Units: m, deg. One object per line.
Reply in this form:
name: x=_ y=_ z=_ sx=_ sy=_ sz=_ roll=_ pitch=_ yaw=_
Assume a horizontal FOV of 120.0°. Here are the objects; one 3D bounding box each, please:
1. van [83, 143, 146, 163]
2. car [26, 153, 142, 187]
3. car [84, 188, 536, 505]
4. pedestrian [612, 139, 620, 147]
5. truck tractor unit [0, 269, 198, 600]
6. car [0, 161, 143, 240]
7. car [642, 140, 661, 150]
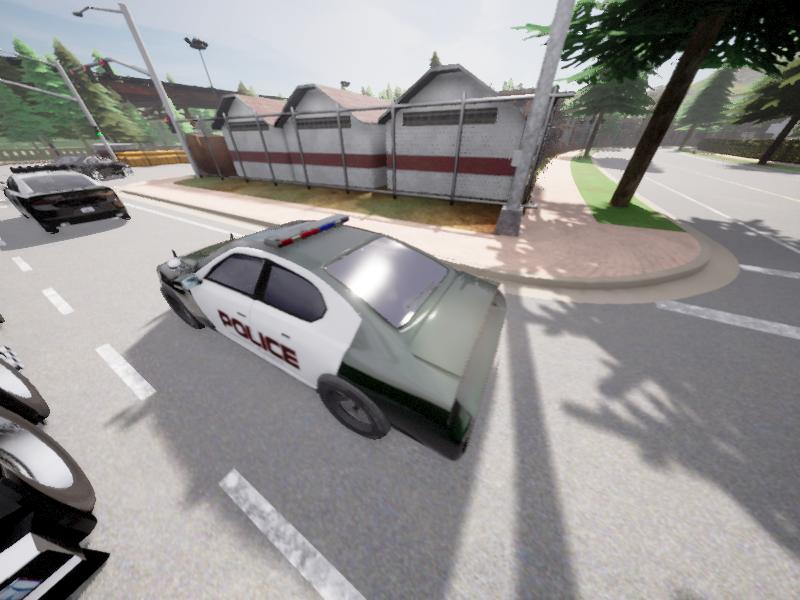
van: x=-37.316 y=-19.391 z=30.393 sx=1.775 sy=1.987 sz=4.442 roll=16 pitch=38 yaw=23
car: x=-20.840 y=-8.961 z=15.705 sx=2.128 sy=1.511 sz=4.902 roll=-9 pitch=36 yaw=-12
car: x=-1.293 y=-0.268 z=3.055 sx=4.974 sy=1.542 sz=2.038 roll=18 pitch=39 yaw=24
pedestrian: x=61.268 y=-44.483 z=65.410 sx=0.751 sy=1.860 sz=0.751 roll=-21 pitch=40 yaw=-27
truck tractor unit: x=-5.120 y=-0.292 z=0.767 sx=6.516 sy=4.208 sz=3.053 roll=18 pitch=39 yaw=24
car: x=-11.515 y=-3.586 z=7.799 sx=5.238 sy=1.638 sz=1.930 roll=18 pitch=39 yaw=24
car: x=58.777 y=-36.318 z=53.998 sx=3.866 sy=1.878 sz=1.905 roll=-26 pitch=42 yaw=-32
